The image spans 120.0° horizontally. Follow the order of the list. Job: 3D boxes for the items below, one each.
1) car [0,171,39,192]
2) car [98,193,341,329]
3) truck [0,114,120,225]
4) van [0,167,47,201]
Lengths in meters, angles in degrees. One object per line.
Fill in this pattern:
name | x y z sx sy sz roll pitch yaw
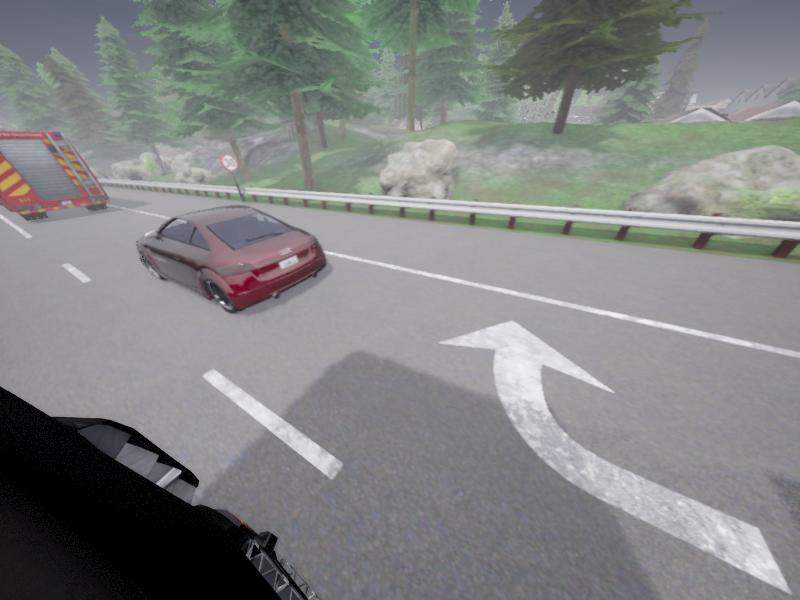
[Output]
car | -40.908 -12.588 24.390 4.974 1.542 2.038 26 42 36
car | -3.593 -1.159 4.719 4.181 1.385 1.994 16 38 26
truck | -18.965 -6.572 11.724 8.468 3.827 2.891 16 38 26
van | -30.431 -9.112 17.966 4.480 2.038 2.069 16 38 25
